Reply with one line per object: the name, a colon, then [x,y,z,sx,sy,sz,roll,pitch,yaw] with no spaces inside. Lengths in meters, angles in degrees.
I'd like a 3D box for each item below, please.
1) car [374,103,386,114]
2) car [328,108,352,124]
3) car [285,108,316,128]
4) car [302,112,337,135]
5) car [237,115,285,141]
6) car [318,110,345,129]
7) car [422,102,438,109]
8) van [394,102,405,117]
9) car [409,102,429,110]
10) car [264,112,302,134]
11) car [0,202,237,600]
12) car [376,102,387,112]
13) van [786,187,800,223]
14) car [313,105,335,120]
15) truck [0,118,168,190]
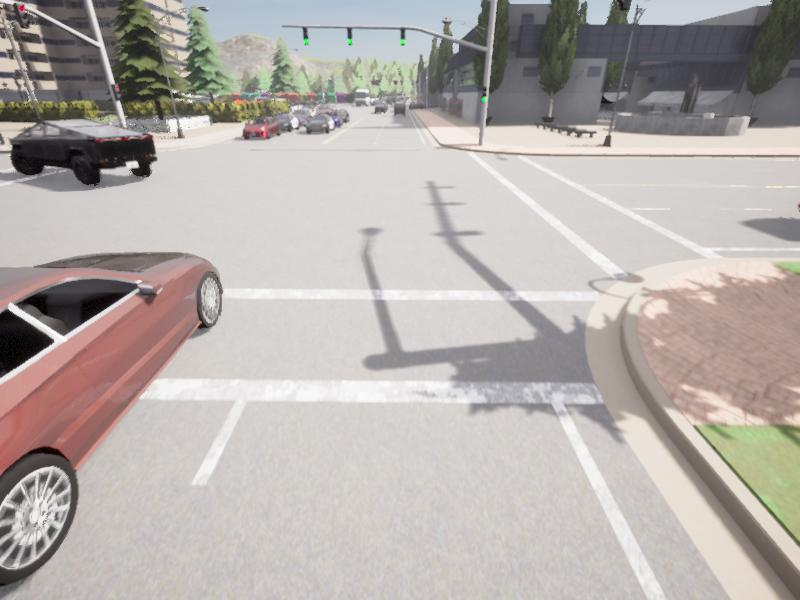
car: [-3.568,-34.682,72.394,1.930,1.638,5.238,0,27,0]
car: [-7.045,-21.782,47.371,2.128,1.511,4.902,0,27,0]
car: [-10.539,-19.410,42.591,2.033,1.649,4.856,0,27,0]
car: [-7.034,-15.693,35.486,2.038,1.542,4.974,0,27,0]
car: [-10.593,-13.342,30.878,2.007,1.525,4.514,1,27,1]
car: [-7.039,-18.880,41.700,2.007,1.525,4.514,0,27,0]
car: [6.920,-45.465,93.577,3.633,1.501,1.845,0,27,0]
van: [-0.059,-30.338,63.582,1.775,1.987,4.442,0,27,0]
car: [4.304,-43.784,90.322,3.988,1.617,1.851,-7,28,-13]
car: [-10.535,-16.191,36.424,2.038,1.542,4.974,0,27,0]
car: [-3.646,0.471,3.923,2.152,1.651,5.027,-1,27,-2]
car: [-3.577,-38.431,79.693,2.033,1.649,4.856,0,27,-1]
van: [13.037,-2.780,10.008,4.442,1.987,1.775,-1,27,-2]
car: [-10.552,-26.217,55.806,2.242,1.667,4.611,0,27,0]
truck: [-12.594,-5.919,15.771,6.274,2.098,2.390,13,29,23]
